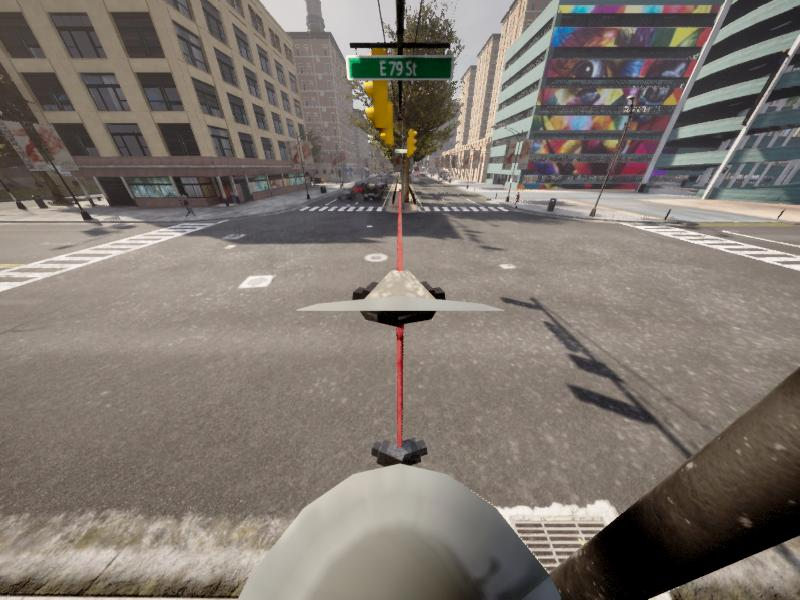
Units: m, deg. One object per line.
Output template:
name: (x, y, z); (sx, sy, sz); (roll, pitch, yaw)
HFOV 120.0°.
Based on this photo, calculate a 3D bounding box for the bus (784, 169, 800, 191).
bus: (78.368, -21.247, 40.554); (3.944, 4.253, 10.273); (3, 30, 5)

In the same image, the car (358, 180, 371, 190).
car: (-7.190, -23.368, 46.985); (1.837, 1.490, 4.892); (0, 30, 0)

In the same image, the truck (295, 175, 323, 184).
truck: (-24.589, -32.674, 62.500); (6.274, 2.098, 2.390); (0, 30, -1)

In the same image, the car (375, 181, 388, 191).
car: (-3.663, -22.793, 45.972); (2.128, 1.511, 4.902); (0, 30, 0)

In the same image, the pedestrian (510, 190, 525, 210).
pedestrian: (12.420, -10.605, 24.460); (0.751, 1.860, 0.751); (4, 30, 6)

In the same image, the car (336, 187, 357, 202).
car: (-7.185, -14.384, 31.475); (1.812, 1.442, 4.674); (0, 30, 0)

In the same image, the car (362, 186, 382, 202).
car: (-3.708, -14.505, 31.460); (2.242, 1.667, 4.611); (0, 30, 0)

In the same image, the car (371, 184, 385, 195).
car: (-3.682, -19.006, 39.558); (1.994, 1.385, 4.181); (0, 30, 0)

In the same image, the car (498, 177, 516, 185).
car: (27.196, -30.383, 58.961); (2.161, 1.482, 4.786); (0, 30, 0)

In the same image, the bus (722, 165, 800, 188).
bus: (85.494, -29.253, 54.412); (3.944, 4.253, 10.273); (0, 30, 0)

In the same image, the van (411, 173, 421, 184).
van: (4.398, -34.011, 64.486); (2.351, 2.431, 6.366); (0, 30, 0)

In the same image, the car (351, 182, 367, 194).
car: (-7.180, -19.762, 40.709); (2.007, 1.525, 4.514); (0, 30, 0)

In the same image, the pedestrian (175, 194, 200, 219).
pedestrian: (-17.919, -7.925, 19.520); (0.751, 1.860, 0.751); (-3, 30, -4)

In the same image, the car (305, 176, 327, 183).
car: (-23.827, -34.247, 65.742); (5.366, 1.575, 1.801); (-1, 30, -2)
